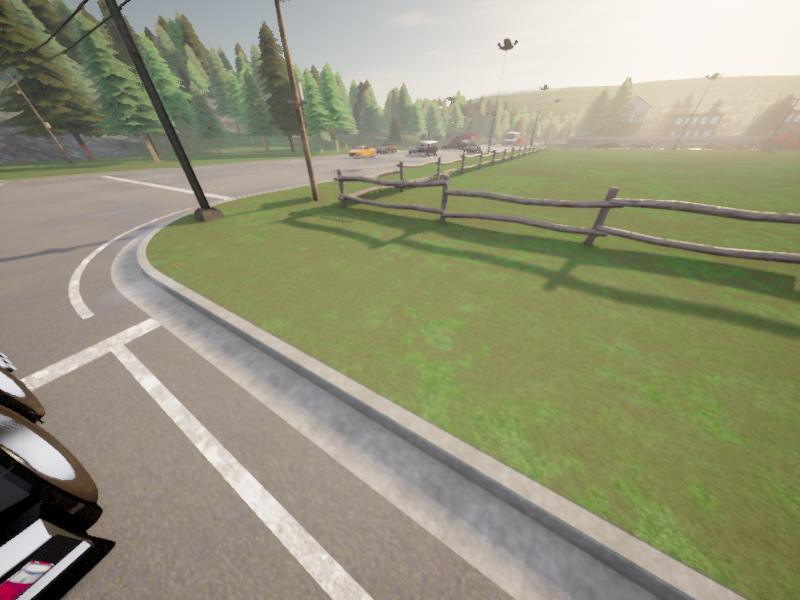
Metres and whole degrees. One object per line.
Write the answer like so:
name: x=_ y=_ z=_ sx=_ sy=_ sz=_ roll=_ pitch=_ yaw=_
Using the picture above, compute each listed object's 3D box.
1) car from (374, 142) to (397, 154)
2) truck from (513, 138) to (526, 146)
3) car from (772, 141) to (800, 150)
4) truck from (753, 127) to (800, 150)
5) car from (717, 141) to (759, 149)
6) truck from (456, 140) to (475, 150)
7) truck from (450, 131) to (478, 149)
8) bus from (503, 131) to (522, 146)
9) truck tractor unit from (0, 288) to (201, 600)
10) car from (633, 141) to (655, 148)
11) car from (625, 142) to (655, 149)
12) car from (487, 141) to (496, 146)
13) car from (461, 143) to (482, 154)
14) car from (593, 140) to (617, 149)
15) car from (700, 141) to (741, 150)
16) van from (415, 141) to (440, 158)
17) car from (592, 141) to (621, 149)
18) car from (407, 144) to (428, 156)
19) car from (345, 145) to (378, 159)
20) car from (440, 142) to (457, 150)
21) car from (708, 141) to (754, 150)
car: x=-2.564 y=-28.474 z=43.233 sx=1.932 sy=1.855 sz=4.605 roll=19 pitch=39 yaw=25
truck: x=42.109 y=-55.681 z=81.392 sx=2.627 sy=2.467 sz=5.204 roll=19 pitch=39 yaw=25
car: x=85.300 y=-33.292 z=49.819 sx=4.902 sy=1.511 sz=2.128 roll=19 pitch=39 yaw=25
truck: x=81.563 y=-33.202 z=47.631 sx=8.468 sy=3.827 sz=2.891 roll=19 pitch=39 yaw=25
car: x=77.927 y=-35.811 z=53.411 sx=5.008 sy=1.535 sz=1.882 roll=19 pitch=39 yaw=25
truck: x=16.306 y=-38.679 z=57.527 sx=2.390 sy=2.098 sz=6.274 roll=19 pitch=39 yaw=25
truck: x=17.547 y=-43.525 z=62.959 sx=2.891 sy=3.827 sz=8.468 roll=28 pitch=44 yaw=35
bus: x=41.809 y=-59.869 z=85.842 sx=3.944 sy=4.253 sz=10.273 roll=19 pitch=39 yaw=25
truck tractor unit: x=-5.151 y=-0.259 z=0.720 sx=6.516 sy=4.208 sz=3.053 roll=17 pitch=38 yaw=22
car: x=66.054 y=-42.148 z=62.572 sx=3.633 sy=1.501 sz=1.845 roll=19 pitch=39 yaw=25
car: x=60.663 y=-39.267 z=58.561 sx=4.792 sy=1.488 sz=2.163 roll=19 pitch=39 yaw=25
car: x=35.469 y=-60.513 z=89.371 sx=2.152 sy=1.651 sz=5.027 roll=19 pitch=39 yaw=25
car: x=13.295 y=-27.973 z=42.570 sx=2.242 sy=1.667 sz=4.611 roll=19 pitch=39 yaw=25
car: x=50.398 y=-38.225 z=56.805 sx=3.866 sy=1.878 sz=1.905 roll=19 pitch=39 yaw=25
car: x=72.769 y=-35.218 z=52.601 sx=5.008 sy=1.535 sz=1.882 roll=19 pitch=39 yaw=25
van: x=4.256 y=-23.415 z=35.777 sx=2.069 sy=2.038 sz=4.480 roll=19 pitch=39 yaw=25
car: x=52.682 y=-39.690 z=59.090 sx=5.238 sy=1.638 sz=1.930 roll=19 pitch=39 yaw=25
car: x=3.045 y=-25.896 z=39.842 sx=1.816 sy=1.474 sz=4.193 roll=19 pitch=39 yaw=25
car: x=-5.501 y=-21.675 z=33.799 sx=1.882 sy=1.535 sz=5.008 roll=19 pitch=39 yaw=25
car: x=13.560 y=-42.936 z=64.326 sx=2.152 sy=1.651 sz=5.027 roll=25 pitch=42 yaw=32
car: x=71.396 y=-33.353 z=49.932 sx=5.366 sy=1.575 sz=1.801 roll=19 pitch=39 yaw=25
